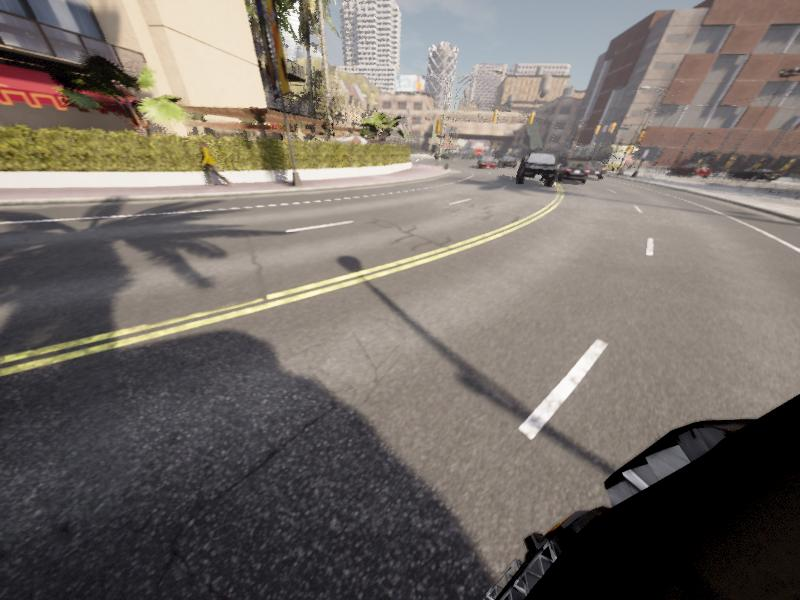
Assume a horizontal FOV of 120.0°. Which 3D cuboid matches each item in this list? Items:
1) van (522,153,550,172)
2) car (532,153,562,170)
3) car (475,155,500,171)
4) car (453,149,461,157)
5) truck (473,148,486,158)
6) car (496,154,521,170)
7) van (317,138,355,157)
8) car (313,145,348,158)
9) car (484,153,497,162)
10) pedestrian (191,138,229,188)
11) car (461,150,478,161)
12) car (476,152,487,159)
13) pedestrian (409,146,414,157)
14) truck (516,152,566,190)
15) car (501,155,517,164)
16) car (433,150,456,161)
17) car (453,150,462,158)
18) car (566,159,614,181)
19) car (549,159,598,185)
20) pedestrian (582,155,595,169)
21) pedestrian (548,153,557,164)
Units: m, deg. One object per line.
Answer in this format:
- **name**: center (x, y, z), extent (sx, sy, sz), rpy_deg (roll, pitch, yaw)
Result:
- **van**: center (18.867, -19.286, 32.261), extent (1.775, 1.987, 4.442), rpy_deg (8, 34, 8)
- **car**: center (23.648, -22.581, 37.471), extent (2.150, 2.045, 5.566), rpy_deg (8, 34, 7)
- **car**: center (11.432, -18.143, 30.457), extent (2.163, 1.488, 4.792), rpy_deg (8, 34, 7)
- **car**: center (16.998, -43.983, 69.096), extent (2.185, 1.767, 4.553), rpy_deg (8, 34, 7)
- **truck**: center (23.655, -44.026, 69.041), extent (2.627, 2.467, 5.204), rpy_deg (8, 34, 7)
- **car**: center (15.704, -20.182, 33.669), extent (1.930, 1.638, 5.238), rpy_deg (8, 34, 7)
- **van**: center (-11.317, -27.193, 41.295), extent (5.915, 2.561, 1.988), rpy_deg (8, 34, 7)
- **car**: center (-11.576, -24.830, 38.656), extent (5.008, 1.535, 1.882), rpy_deg (8, 34, 7)
- **car**: center (19.160, -30.387, 49.212), extent (1.789, 1.549, 3.705), rpy_deg (8, 34, 7)
- **pedestrian**: center (-8.518, -6.140, 10.430), extent (0.751, 1.860, 0.751), rpy_deg (-18, 39, -28)
- **car**: center (15.443, -32.219, 51.445), extent (2.097, 1.767, 4.553), rpy_deg (20, 37, 23)
- **car**: center (22.107, -39.073, 62.501), extent (2.033, 1.411, 5.357), rpy_deg (8, 34, 7)
- **pedestrian**: center (2.512, -32.081, 49.901), extent (0.751, 1.860, 0.751), rpy_deg (19, 37, 22)
- **truck**: center (10.978, -10.577, 18.594), extent (2.390, 2.098, 6.274), rpy_deg (15, 36, 17)
- **car**: center (22.221, -28.739, 47.148), extent (1.994, 1.385, 4.181), rpy_deg (8, 34, 7)
- **car**: center (8.922, -29.129, 46.525), extent (3.988, 1.617, 1.851), rpy_deg (-11, 36, -19)
- **car**: center (15.955, -40.380, 63.876), extent (2.097, 1.535, 5.008), rpy_deg (8, 34, 7)
- **car**: center (20.710, -14.447, 25.513), extent (2.152, 1.651, 5.027), rpy_deg (10, 34, 10)
- **car**: center (15.911, -12.060, 21.557), extent (2.242, 1.667, 4.611), rpy_deg (13, 35, 14)
- **pedestrian**: center (31.339, -22.901, 38.370), extent (0.751, 1.860, 0.751), rpy_deg (2, 34, -2)
- **pedestrian**: center (32.820, -30.489, 49.787), extent (0.751, 1.860, 0.751), rpy_deg (9, 34, 9)
